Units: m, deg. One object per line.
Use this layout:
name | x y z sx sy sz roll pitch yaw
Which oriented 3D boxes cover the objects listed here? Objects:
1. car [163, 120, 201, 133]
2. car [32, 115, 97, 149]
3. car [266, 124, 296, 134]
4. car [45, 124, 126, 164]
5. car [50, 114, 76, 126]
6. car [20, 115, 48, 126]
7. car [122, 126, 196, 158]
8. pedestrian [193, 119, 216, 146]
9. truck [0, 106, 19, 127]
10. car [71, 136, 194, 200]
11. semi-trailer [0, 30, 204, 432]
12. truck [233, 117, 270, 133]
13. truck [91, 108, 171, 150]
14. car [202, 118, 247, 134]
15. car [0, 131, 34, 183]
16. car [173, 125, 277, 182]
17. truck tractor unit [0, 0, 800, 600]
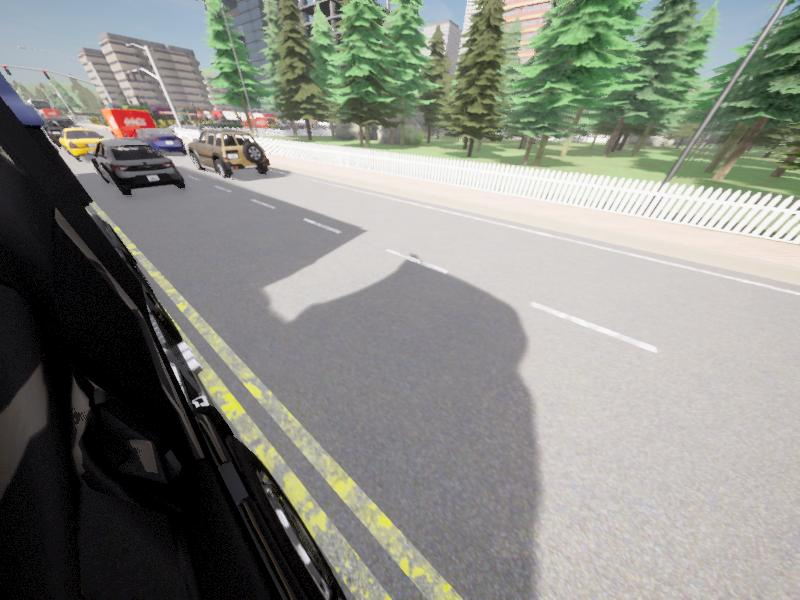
car | -36.333 -28.963 38.581 1.851 1.617 3.988 27 43 29
car | -26.031 -13.079 17.931 4.605 1.855 1.932 26 43 28
car | -24.213 -35.038 47.325 2.038 1.542 4.974 25 43 27
car | -18.474 -9.274 13.559 5.366 1.575 1.801 26 43 28
car | -64.008 -34.154 43.909 5.238 1.638 1.930 26 43 28
car | -64.523 -31.671 40.754 4.514 1.525 2.007 26 43 28
car | -16.836 -11.092 16.135 4.792 1.488 2.163 26 43 28
pedestrian | -17.151 -14.696 20.272 0.751 1.860 0.751 25 43 27
truck | -61.205 -27.809 34.989 5.204 2.467 2.627 26 43 28
car | -9.758 -4.980 8.449 4.193 1.474 1.816 26 43 28
semi-trailer | -8.860 -3.481 4.077 14.254 4.402 2.717 26 43 28
truck | -29.399 -34.830 45.953 2.627 2.467 5.204 25 44 27
truck | -21.885 -13.956 18.824 5.204 2.467 2.627 26 43 28
car | -30.369 -30.268 40.265 2.150 2.045 5.566 25 43 27
car | -16.268 -5.495 8.783 3.806 1.475 1.970 26 43 29
car | -8.292 -7.090 10.980 4.605 1.855 1.932 26 43 28
truck tractor unit | -2.645 -0.295 0.351 6.516 4.208 3.053 28 44 30
